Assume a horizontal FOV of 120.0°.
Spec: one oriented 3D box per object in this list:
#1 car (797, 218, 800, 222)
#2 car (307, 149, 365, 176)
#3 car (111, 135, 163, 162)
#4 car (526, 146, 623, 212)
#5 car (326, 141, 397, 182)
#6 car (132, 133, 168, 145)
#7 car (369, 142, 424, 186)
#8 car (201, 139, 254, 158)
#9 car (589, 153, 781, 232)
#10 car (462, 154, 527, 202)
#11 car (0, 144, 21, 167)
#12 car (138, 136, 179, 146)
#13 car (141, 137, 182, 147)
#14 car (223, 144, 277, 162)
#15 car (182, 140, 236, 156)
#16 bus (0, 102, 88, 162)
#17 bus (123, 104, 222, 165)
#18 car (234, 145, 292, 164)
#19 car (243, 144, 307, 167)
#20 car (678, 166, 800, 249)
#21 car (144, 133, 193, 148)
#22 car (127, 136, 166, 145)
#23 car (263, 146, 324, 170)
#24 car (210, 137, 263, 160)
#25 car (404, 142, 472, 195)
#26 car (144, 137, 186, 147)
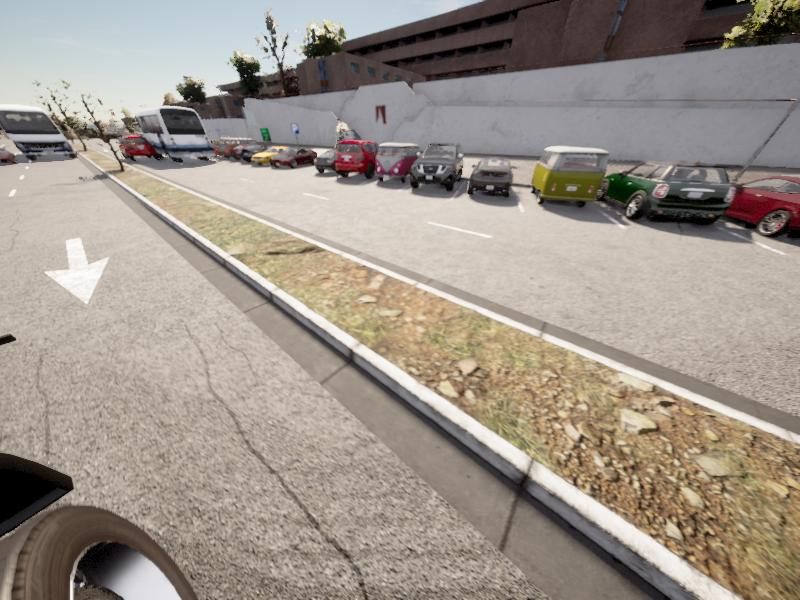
[{"bbox_3d":[13.876,-1.833,5.357,2.163,1.488,4.792,12,36,15],"label":"car"},{"bbox_3d":[-4.639,-10.613,17.662,2.002,1.452,4.674,12,36,15],"label":"car"},{"bbox_3d":[-27.183,-15.678,23.827,5.566,2.045,2.150,26,43,30],"label":"car"},{"bbox_3d":[6.967,-5.414,9.938,1.878,1.987,4.442,12,36,15],"label":"car"},{"bbox_3d":[-2.313,-9.770,15.991,2.435,2.045,5.566,12,36,15],"label":"car"},{"bbox_3d":[-53.226,-34.282,49.266,1.878,1.987,4.442,12,36,15],"label":"car"},{"bbox_3d":[-0.039,-8.573,14.355,1.878,1.987,4.442,12,36,15],"label":"car"},{"bbox_3d":[-20.841,-18.529,28.201,2.185,1.767,4.553,12,36,15],"label":"car"},{"bbox_3d":[9.231,-4.158,8.346,2.185,1.767,4.553,12,36,15],"label":"car"},{"bbox_3d":[4.613,-6.257,11.505,2.231,1.521,4.892,12,36,15],"label":"car"},{"bbox_3d":[-33.822,-12.017,19.135,4.181,1.385,1.994,26,43,30],"label":"car"},{"bbox_3d":[-48.512,-32.034,46.590,1.946,1.575,5.366,12,36,15],"label":"car"},{"bbox_3d":[-46.264,-30.812,44.925,2.231,1.521,4.892,12,36,15],"label":"car"},{"bbox_3d":[-16.209,-16.161,25.286,2.002,1.452,4.674,12,36,15],"label":"car"},{"bbox_3d":[-25.515,-20.602,31.169,1.946,1.575,5.366,13,37,15],"label":"car"},{"bbox_3d":[-36.950,-17.075,23.616,10.273,4.253,3.944,26,43,30],"label":"bus"},{"bbox_3d":[-23.357,-16.891,23.721,10.273,4.253,3.944,26,43,30],"label":"bus"},{"bbox_3d":[-13.885,-15.069,23.789,2.163,1.488,4.792,12,36,15],"label":"car"},{"bbox_3d":[-11.631,-13.866,22.076,1.946,1.575,5.366,12,36,15],"label":"car"},{"bbox_3d":[11.549,-2.942,6.928,2.002,1.452,4.674,12,36,15],"label":"car"},{"bbox_3d":[-41.626,-28.804,41.774,2.435,2.045,5.566,12,36,15],"label":"car"},{"bbox_3d":[-55.564,-35.177,50.860,1.946,1.575,5.366,12,36,15],"label":"car"},{"bbox_3d":[-9.271,-12.813,20.693,2.163,1.488,4.792,12,36,15],"label":"car"},{"bbox_3d":[-18.542,-17.434,26.558,1.878,1.987,4.442,13,37,15],"label":"car"},{"bbox_3d":[2.303,-7.546,12.876,2.435,2.045,5.566,12,36,15],"label":"car"},{"bbox_3d":[-43.942,-29.701,43.413,2.097,1.535,5.008,12,36,15],"label":"car"}]
